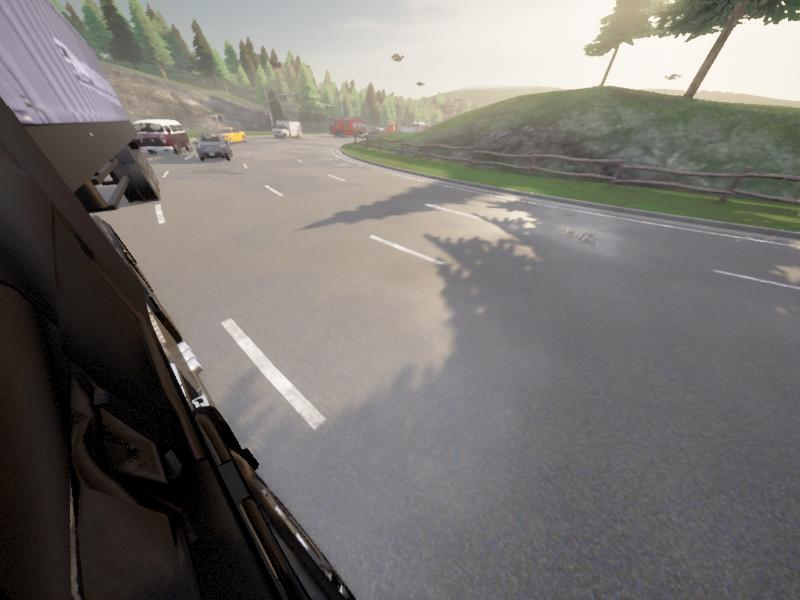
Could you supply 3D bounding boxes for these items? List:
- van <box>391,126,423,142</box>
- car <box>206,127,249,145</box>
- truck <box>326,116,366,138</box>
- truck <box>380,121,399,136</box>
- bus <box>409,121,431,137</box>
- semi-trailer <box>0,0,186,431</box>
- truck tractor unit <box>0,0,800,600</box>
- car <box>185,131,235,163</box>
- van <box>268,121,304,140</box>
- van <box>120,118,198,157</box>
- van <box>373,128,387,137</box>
[{"bbox_3d":[1.495,-35.903,50.018,6.366,2.431,2.351,13,38,14],"label":"van"},{"bbox_3d":[-20.358,-19.657,27.560,1.882,1.535,5.008,-1,37,-5],"label":"car"},{"bbox_3d":[-12.399,-40.590,54.293,8.468,3.827,2.891,-23,44,-30],"label":"truck"},{"bbox_3d":[-3.537,-59.967,80.909,2.891,3.827,8.468,18,39,20],"label":"truck"},{"bbox_3d":[7.435,-63.360,85.787,3.944,4.253,10.273,18,39,20],"label":"bus"},{"bbox_3d":[-7.962,-4.013,4.850,2.717,4.402,14.254,-26,45,-32],"label":"semi-trailer"},{"bbox_3d":[-2.645,-0.295,0.351,6.516,4.208,3.053,28,44,30],"label":"truck tractor unit"},{"bbox_3d":[-12.469,-10.258,15.408,1.845,1.501,3.633,-16,41,-23],"label":"car"},{"bbox_3d":[-19.595,-29.497,40.100,2.351,2.431,6.366,7,37,5],"label":"van"},{"bbox_3d":[-17.256,-11.956,16.968,2.069,2.038,4.480,-11,39,-17],"label":"van"},{"bbox_3d":[-5.470,-46.111,63.651,2.069,2.038,4.480,14,38,15],"label":"van"}]
